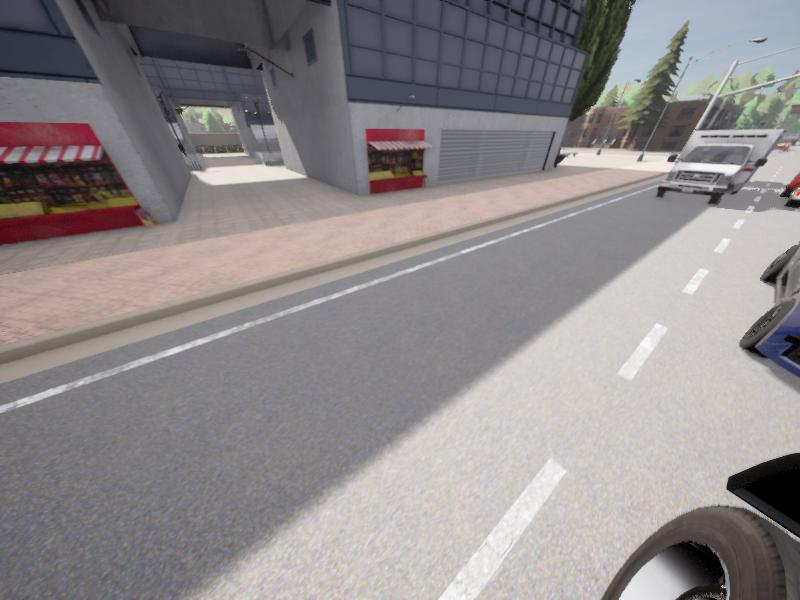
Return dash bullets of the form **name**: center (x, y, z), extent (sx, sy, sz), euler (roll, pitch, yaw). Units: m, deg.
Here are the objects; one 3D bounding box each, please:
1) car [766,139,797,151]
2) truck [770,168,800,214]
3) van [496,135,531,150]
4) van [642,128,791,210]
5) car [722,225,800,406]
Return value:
- **car**: center (66.354, -27.013, 40.199), extent (4.553, 1.767, 2.097), euler (-22, 41, -28)
- **truck**: center (16.576, -4.605, 8.165), extent (5.204, 2.467, 2.627), euler (-23, 41, -28)
- **van**: center (24.243, -33.828, 49.562), extent (5.915, 2.561, 1.988), euler (25, 42, 31)
- **van**: center (13.933, -5.966, 10.172), extent (6.366, 2.431, 2.351), euler (-22, 41, -28)
- **car**: center (6.280, -0.087, 2.538), extent (4.611, 1.667, 2.242), euler (-22, 40, -28)
